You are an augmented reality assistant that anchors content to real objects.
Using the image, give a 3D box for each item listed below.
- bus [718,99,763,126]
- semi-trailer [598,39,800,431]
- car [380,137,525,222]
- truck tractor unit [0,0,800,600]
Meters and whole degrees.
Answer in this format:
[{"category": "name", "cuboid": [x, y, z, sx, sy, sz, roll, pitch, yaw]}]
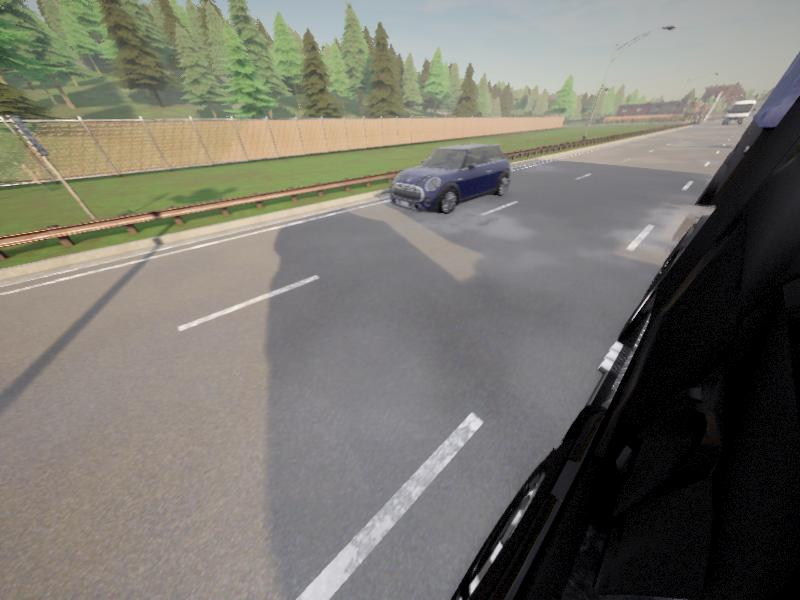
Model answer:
[{"category": "bus", "cuboid": [77.485, -42.613, 52.675, 10.273, 4.253, 3.944, -28, 43, -30]}, {"category": "semi-trailer", "cuboid": [8.697, -3.590, 4.250, 14.254, 4.402, 2.717, -28, 44, -30]}, {"category": "car", "cuboid": [1.840, -4.330, 7.861, 4.553, 1.767, 2.097, -28, 44, -30]}, {"category": "truck tractor unit", "cuboid": [2.645, -0.295, 0.351, 6.516, 4.208, 3.053, -28, 44, -30]}]
